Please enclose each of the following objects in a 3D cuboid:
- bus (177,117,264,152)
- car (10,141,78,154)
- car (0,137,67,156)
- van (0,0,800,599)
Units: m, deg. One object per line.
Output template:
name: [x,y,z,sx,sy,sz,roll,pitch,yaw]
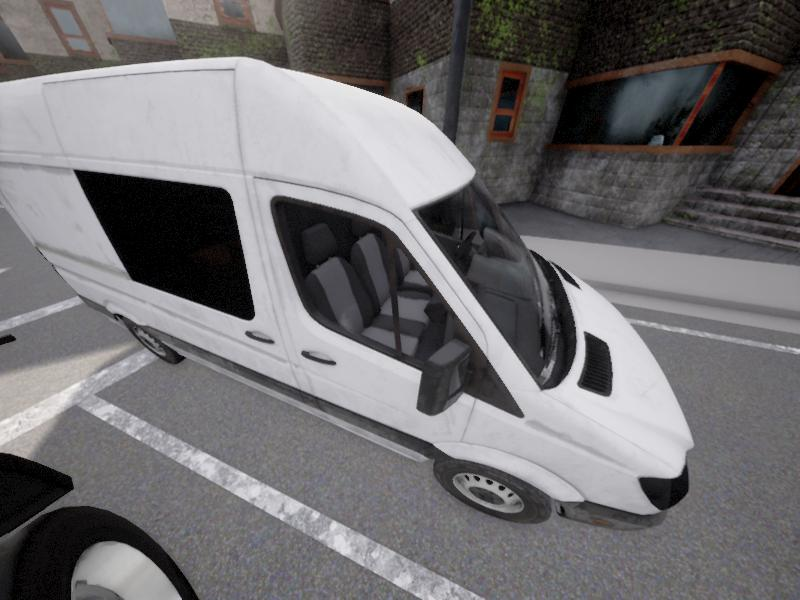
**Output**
bus: [-29.042,-27.597,38.524,10.273,4.253,3.944,-16,38,-20]
car: [-51.848,-22.382,33.859,5.008,1.535,1.882,-15,38,-21]
car: [-50.323,-20.773,31.129,5.566,2.045,2.150,-15,38,-21]
van: [-0.873,-0.410,2.308,5.915,2.561,1.988,13,37,17]
